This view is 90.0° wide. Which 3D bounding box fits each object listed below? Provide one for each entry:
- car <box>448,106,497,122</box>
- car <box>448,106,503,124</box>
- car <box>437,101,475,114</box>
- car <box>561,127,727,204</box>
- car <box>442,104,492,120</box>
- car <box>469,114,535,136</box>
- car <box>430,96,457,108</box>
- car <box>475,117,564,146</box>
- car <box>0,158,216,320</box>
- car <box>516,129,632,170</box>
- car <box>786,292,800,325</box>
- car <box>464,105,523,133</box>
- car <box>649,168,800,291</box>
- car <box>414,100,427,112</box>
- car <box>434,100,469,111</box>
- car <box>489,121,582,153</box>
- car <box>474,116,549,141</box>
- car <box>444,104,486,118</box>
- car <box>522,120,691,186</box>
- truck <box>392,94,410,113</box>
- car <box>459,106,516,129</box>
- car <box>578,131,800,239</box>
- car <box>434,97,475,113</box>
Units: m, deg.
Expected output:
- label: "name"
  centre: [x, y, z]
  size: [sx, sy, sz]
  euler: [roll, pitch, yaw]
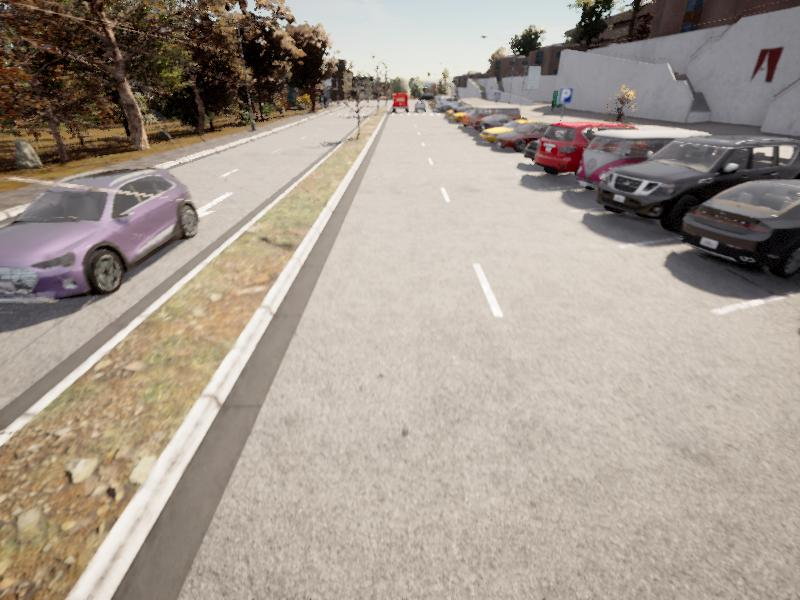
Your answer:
- label: "car"
  centre: [8.167, -21.059, 45.167]
  size: [4.792, 1.488, 2.163]
  euler: [-9, 29, -18]
- label: "car"
  centre: [7.963, -19.646, 42.451]
  size: [5.366, 1.575, 1.946]
  euler: [-9, 30, -18]
- label: "car"
  centre: [8.171, -28.085, 58.299]
  size: [4.892, 1.521, 2.231]
  euler: [-9, 30, -18]
- label: "car"
  centre: [7.987, -4.581, 13.305]
  size: [4.442, 1.987, 1.878]
  euler: [-9, 29, -18]
- label: "car"
  centre: [7.972, -22.461, 47.711]
  size: [5.366, 1.575, 1.946]
  euler: [-9, 30, -18]
- label: "car"
  centre: [8.116, -14.030, 31.993]
  size: [4.674, 1.452, 2.002]
  euler: [-9, 29, -18]
- label: "car"
  centre: [8.079, -36.618, 73.986]
  size: [4.442, 1.987, 1.878]
  euler: [-9, 30, -18]
- label: "car"
  centre: [7.941, -11.256, 26.626]
  size: [5.366, 1.575, 1.946]
  euler: [-9, 29, -18]
- label: "car"
  centre: [-5.773, -1.541, 7.785]
  size: [2.033, 1.649, 4.856]
  euler: [0, 27, 0]
- label: "car"
  centre: [8.097, -7.108, 18.769]
  size: [4.674, 1.452, 2.002]
  euler: [-9, 29, -18]
- label: "car"
  centre: [8.192, -0.515, 5.431]
  size: [4.442, 1.987, 1.878]
  euler: [-9, 29, -18]
- label: "car"
  centre: [8.020, -15.637, 34.461]
  size: [4.442, 1.987, 1.878]
  euler: [-9, 30, -18]
- label: "car"
  centre: [8.079, -1.663, 8.147]
  size: [4.892, 1.521, 2.231]
  euler: [-9, 29, -18]
- label: "car"
  centre: [3.097, -29.905, 61.674]
  size: [1.845, 1.501, 3.633]
  euler: [0, 28, 0]
- label: "car"
  centre: [8.175, -30.876, 63.572]
  size: [5.008, 1.535, 2.097]
  euler: [-9, 30, -18]
- label: "car"
  centre: [8.081, -9.867, 24.049]
  size: [4.792, 1.488, 2.163]
  euler: [-9, 29, -18]
- label: "car"
  centre: [8.143, -12.650, 29.361]
  size: [4.792, 1.488, 2.163]
  euler: [-9, 29, -18]
- label: "car"
  centre: [8.144, -23.855, 50.423]
  size: [4.674, 1.452, 2.002]
  euler: [-9, 29, -18]
- label: "car"
  centre: [8.126, -5.999, 15.998]
  size: [5.566, 2.045, 2.435]
  euler: [-9, 29, -18]
- label: "truck"
  centre: [0.096, -30.306, 61.467]
  size: [2.627, 2.467, 5.204]
  euler: [0, 28, 0]
- label: "car"
  centre: [8.101, -16.969, 37.180]
  size: [4.553, 1.767, 2.185]
  euler: [-9, 29, -18]
- label: "car"
  centre: [8.067, -3.249, 10.669]
  size: [5.566, 2.045, 2.435]
  euler: [-9, 29, -18]
- label: "car"
  centre: [8.194, -29.714, 60.833]
  size: [5.566, 2.045, 2.435]
  euler: [-9, 29, -18]
